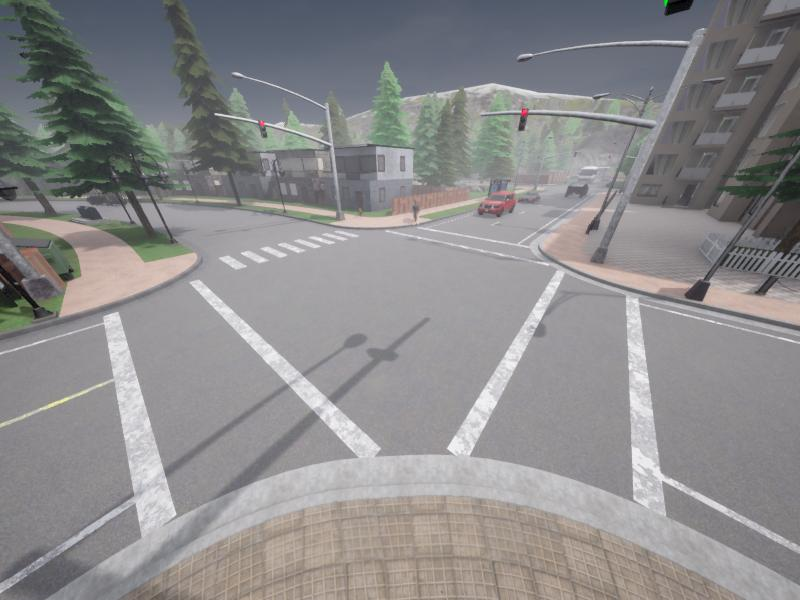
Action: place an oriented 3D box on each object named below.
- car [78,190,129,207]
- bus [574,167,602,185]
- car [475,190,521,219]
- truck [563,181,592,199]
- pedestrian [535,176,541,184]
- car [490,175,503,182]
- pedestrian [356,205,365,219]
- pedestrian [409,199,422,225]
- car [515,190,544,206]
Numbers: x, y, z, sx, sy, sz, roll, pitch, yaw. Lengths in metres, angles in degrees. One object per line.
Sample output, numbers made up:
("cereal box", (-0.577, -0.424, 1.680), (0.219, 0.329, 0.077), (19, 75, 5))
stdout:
("car", (-37.200, -12.783, 29.062), (3.988, 1.617, 1.851), (6, 30, 10))
("bus", (53.961, -35.695, 66.144), (3.944, 4.253, 10.273), (24, 37, 35))
("car", (10.071, -9.866, 23.608), (2.150, 2.045, 5.566), (24, 38, 35))
("truck", (28.995, -18.004, 37.652), (2.390, 2.098, 6.274), (24, 38, 35))
("pedestrian", (36.982, -32.168, 62.053), (0.751, 1.860, 0.751), (-20, 35, -30))
("car", (29.590, -37.325, 71.038), (1.932, 1.855, 4.605), (23, 37, 34))
("pedestrian", (-3.567, -7.896, 20.761), (0.500, 1.100, 0.500), (-26, 39, -37))
("pedestrian", (1.245, -7.175, 18.781), (0.751, 1.860, 0.751), (-7, 31, -11))
("car", (17.418, -13.750, 31.013), (1.994, 1.385, 4.181), (24, 38, 35))
